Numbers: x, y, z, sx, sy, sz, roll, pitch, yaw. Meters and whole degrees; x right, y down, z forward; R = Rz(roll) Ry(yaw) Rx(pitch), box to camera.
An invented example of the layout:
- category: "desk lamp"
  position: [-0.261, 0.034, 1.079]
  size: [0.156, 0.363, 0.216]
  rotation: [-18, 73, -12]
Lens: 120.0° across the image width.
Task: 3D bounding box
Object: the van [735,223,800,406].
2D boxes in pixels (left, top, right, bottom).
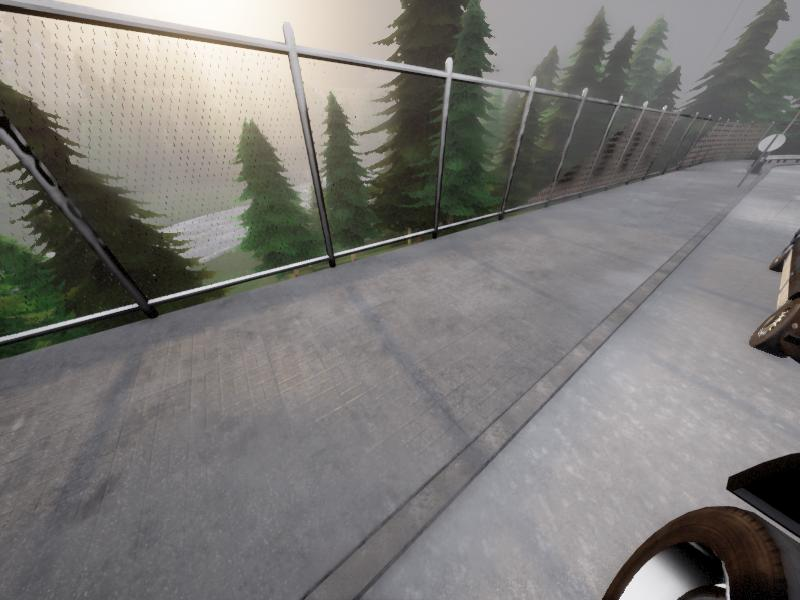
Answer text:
- category: "van"
  position: [6.825, -0.675, 2.632]
  size: [5.915, 2.561, 1.988]
  rotation: [-22, 41, -28]
